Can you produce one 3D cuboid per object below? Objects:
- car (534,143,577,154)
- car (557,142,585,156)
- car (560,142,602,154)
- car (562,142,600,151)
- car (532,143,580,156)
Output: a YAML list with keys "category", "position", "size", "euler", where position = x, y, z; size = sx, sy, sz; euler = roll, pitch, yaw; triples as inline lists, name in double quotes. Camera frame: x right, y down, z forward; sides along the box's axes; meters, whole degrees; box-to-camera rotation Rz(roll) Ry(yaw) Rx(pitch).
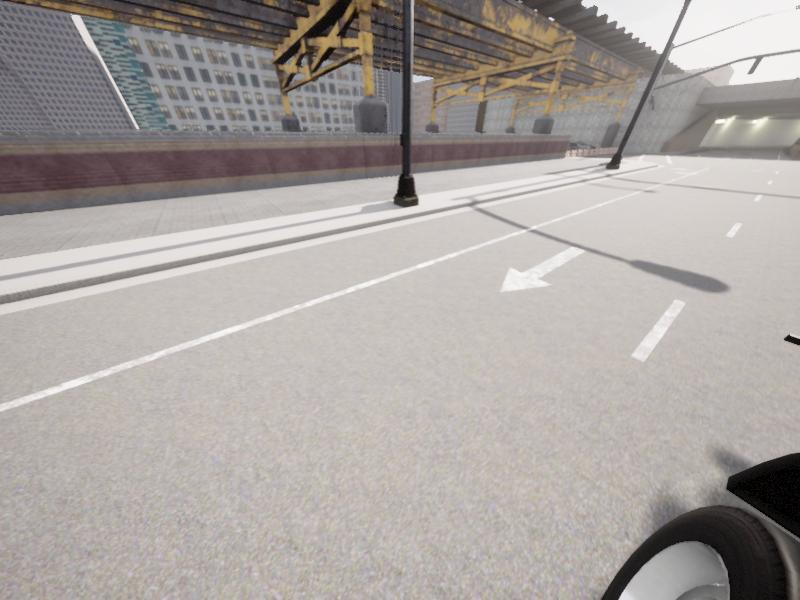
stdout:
- category: "car"
  position: [21.717, -21.342, 32.424]
  size: [4.536, 1.218, 1.853]
  euler: [5, 35, 7]
- category: "car"
  position: [25.538, -22.746, 34.667]
  size: [2.038, 1.542, 4.974]
  euler: [11, 37, 15]
- category: "car"
  position: [29.483, -24.902, 37.703]
  size: [4.974, 1.542, 2.038]
  euler: [-4, 35, -5]
- category: "car"
  position: [29.431, -25.027, 37.608]
  size: [4.536, 1.218, 1.853]
  euler: [-4, 35, -5]
- category: "car"
  position: [21.769, -21.210, 32.508]
  size: [4.974, 1.542, 2.038]
  euler: [5, 35, 7]
